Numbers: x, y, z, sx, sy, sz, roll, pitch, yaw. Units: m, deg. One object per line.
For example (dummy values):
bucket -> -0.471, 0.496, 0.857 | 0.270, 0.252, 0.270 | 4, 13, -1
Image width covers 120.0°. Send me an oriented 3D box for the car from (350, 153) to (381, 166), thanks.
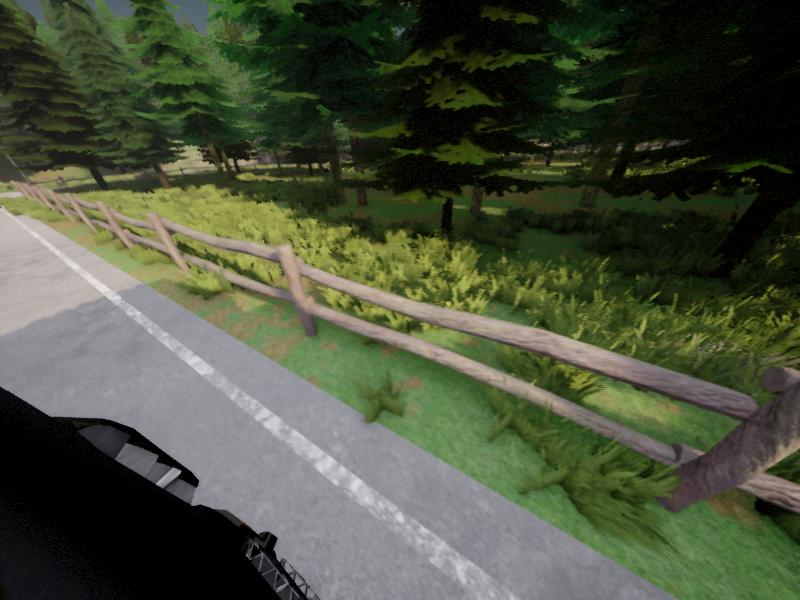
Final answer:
car -> -5.611, -23.062, 37.860 | 4.674, 1.442, 1.812 | -6, 34, -5
